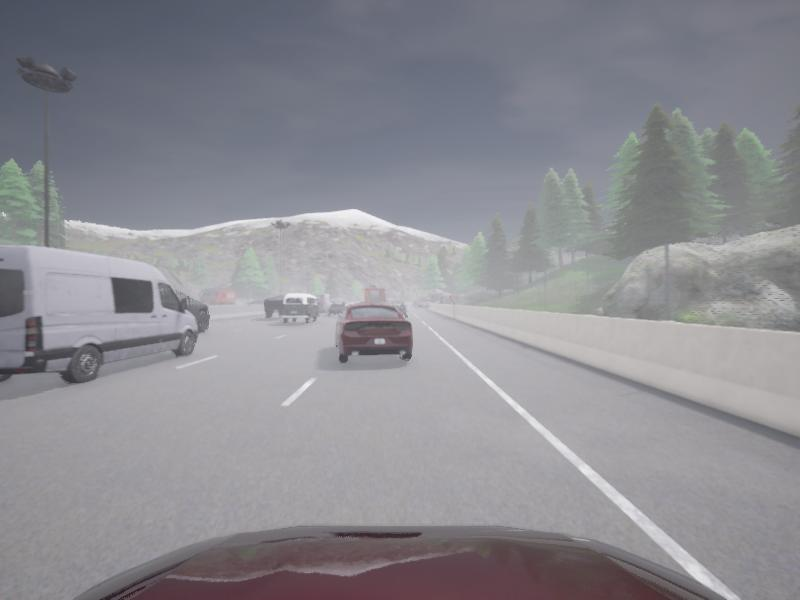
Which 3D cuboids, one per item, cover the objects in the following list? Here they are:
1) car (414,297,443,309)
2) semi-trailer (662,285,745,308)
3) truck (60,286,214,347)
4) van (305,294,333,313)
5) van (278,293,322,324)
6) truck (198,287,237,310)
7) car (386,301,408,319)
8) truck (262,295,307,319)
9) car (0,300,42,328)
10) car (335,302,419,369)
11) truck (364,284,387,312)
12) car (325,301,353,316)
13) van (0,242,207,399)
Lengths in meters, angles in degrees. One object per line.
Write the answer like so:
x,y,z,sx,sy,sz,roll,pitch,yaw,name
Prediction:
5.800,0.618,80.702,5.566,2.045,2.150,-3,0,8,car
60.031,-0.690,79.220,14.254,4.402,2.717,0,0,1,semi-trailer
-10.506,0.568,16.922,2.390,2.098,6.274,0,0,0,truck
-10.521,0.459,52.626,2.351,2.431,6.366,0,0,0,van
-7.008,0.606,28.543,2.069,2.038,4.480,0,-1,0,van
-31.536,-0.218,69.477,2.891,3.827,8.468,0,0,0,truck
-0.189,0.868,35.638,1.789,1.549,3.705,0,0,2,car
-10.516,0.599,37.051,2.390,2.098,6.274,0,0,0,truck
-24.509,0.817,23.672,2.152,1.651,5.027,0,0,0,car
-0.932,0.841,11.958,1.882,1.535,5.008,0,0,-11,car
-3.521,-0.230,59.427,2.891,3.827,8.468,0,0,0,truck
-6.458,0.904,42.996,2.128,1.511,4.902,0,0,1,car
-7.000,0.337,9.462,1.988,2.561,5.915,0,0,0,van
